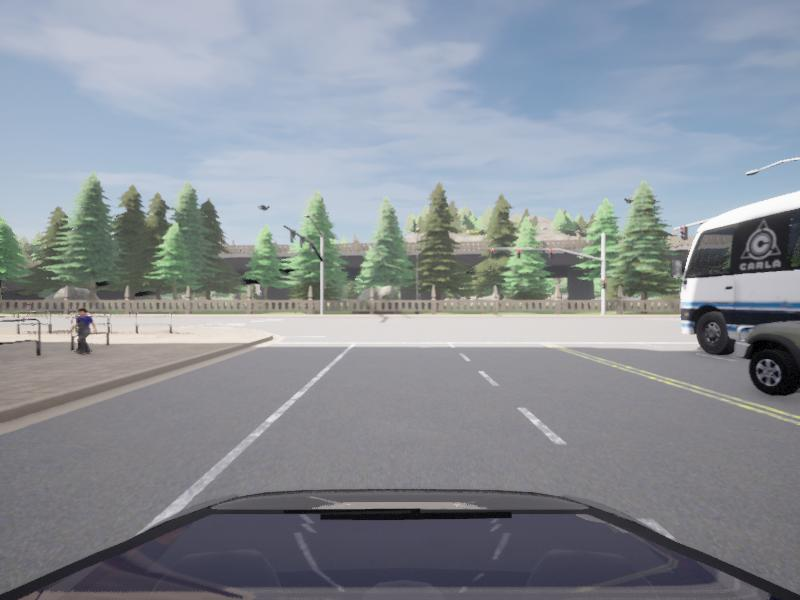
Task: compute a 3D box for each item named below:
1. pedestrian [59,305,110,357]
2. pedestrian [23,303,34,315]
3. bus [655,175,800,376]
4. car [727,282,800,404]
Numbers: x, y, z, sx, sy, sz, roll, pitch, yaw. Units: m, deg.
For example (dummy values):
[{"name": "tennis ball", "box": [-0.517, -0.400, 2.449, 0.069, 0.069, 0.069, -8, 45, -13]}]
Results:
[{"name": "pedestrian", "box": [-8.236, 0.778, 10.467, 0.751, 1.300, 0.751, 0, 0, 1]}, {"name": "pedestrian", "box": [-34.441, 0.842, 37.089, 0.500, 1.100, 0.500, 0, 0, 2]}, {"name": "bus", "box": [10.427, -0.527, 8.165, 3.944, 4.253, 10.273, 0, 0, 0]}, {"name": "car", "box": [7.036, 0.658, 5.136, 1.932, 1.855, 4.605, 0, 0, 0]}]
